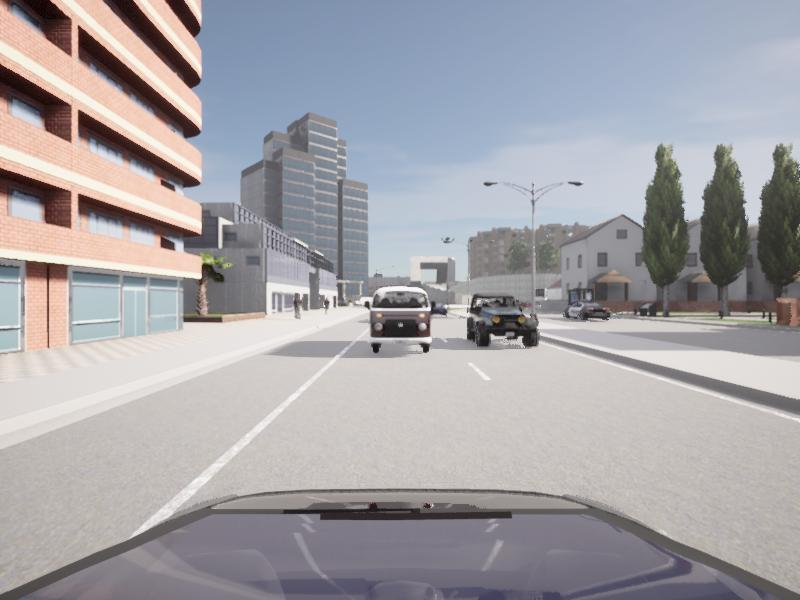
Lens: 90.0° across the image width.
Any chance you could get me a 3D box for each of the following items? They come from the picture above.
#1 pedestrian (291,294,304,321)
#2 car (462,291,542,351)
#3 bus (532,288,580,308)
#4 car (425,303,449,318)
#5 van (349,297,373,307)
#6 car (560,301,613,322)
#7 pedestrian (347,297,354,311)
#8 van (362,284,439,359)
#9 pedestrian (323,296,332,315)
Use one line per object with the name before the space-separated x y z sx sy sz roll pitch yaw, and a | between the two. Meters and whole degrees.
pedestrian | -7.194 0.512 28.071 0.751 1.860 0.751 0 0 0
car | 3.512 0.663 14.494 1.905 1.878 3.866 0 0 0
bus | 33.859 -0.442 86.769 10.273 4.253 3.944 0 0 -27
car | 3.523 0.988 39.179 1.895 1.301 4.718 0 0 0
van | -10.488 0.493 107.828 6.366 2.431 2.351 0 0 -40
car | 15.026 0.863 32.621 2.038 1.542 4.974 0 0 0
pedestrian | -6.873 0.547 55.598 0.751 1.860 0.751 0 0 0
van | 0.007 0.586 13.083 2.069 2.038 4.480 0 0 0
pedestrian | -7.075 0.525 38.909 0.751 1.860 0.751 0 0 0
